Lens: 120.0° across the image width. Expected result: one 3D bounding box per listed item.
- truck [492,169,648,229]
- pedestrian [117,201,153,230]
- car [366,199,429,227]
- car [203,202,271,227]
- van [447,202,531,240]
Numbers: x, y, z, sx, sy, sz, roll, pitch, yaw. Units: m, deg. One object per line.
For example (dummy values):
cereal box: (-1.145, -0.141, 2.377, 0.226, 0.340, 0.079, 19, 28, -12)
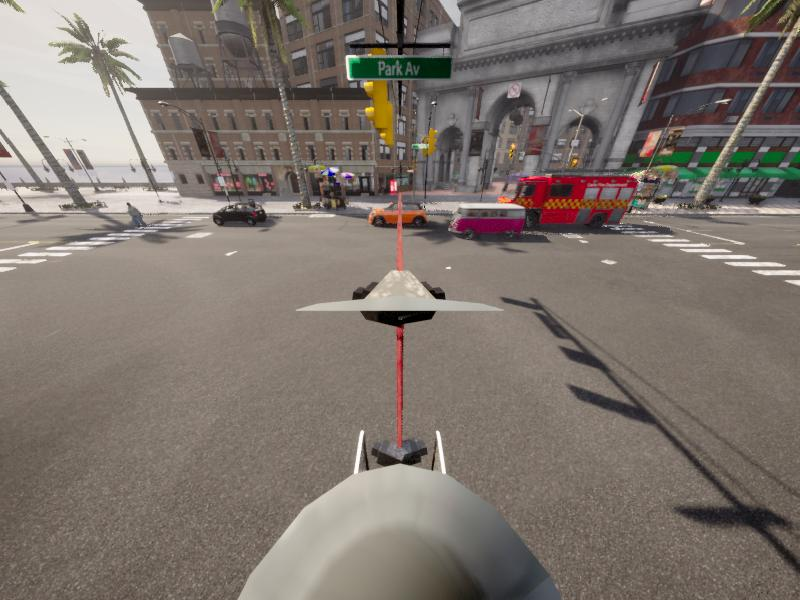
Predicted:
truck: (12.059, -7.647, 17.423, 8.468, 3.827, 2.891, 0, 30, 1)
pedestrian: (-19.108, -6.121, 16.699, 0.751, 1.860, 0.751, 0, 30, 0)
car: (-0.153, -6.831, 18.044, 4.553, 1.767, 2.097, 0, 30, 1)
car: (-12.702, -6.799, 18.228, 3.705, 1.549, 1.789, 0, 30, 1)
van: (5.490, -5.133, 14.911, 4.442, 1.987, 1.775, 0, 30, 1)
